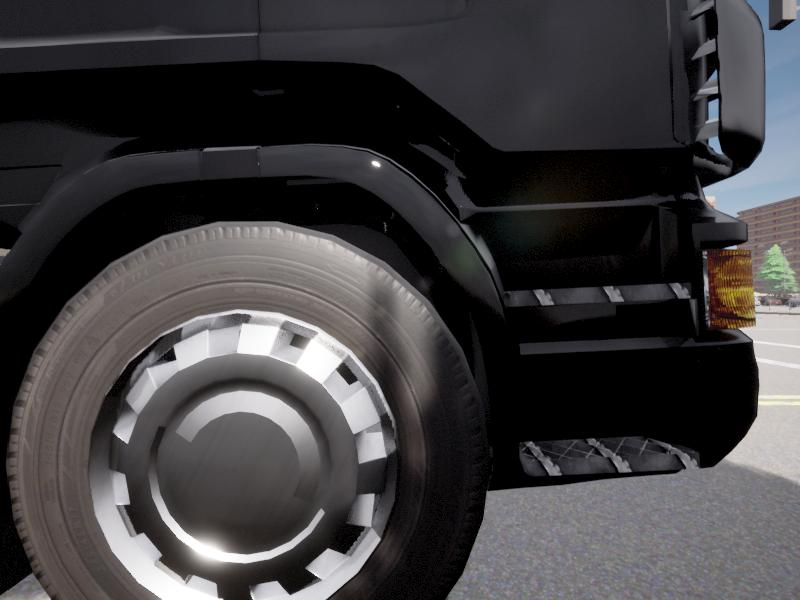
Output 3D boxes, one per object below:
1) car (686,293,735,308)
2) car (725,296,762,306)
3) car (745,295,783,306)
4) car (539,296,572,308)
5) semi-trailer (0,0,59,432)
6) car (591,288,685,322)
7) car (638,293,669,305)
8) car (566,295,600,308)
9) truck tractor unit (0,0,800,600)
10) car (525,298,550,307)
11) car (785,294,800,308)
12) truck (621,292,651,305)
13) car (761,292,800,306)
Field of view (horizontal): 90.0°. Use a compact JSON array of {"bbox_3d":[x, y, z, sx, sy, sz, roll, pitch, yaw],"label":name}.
[{"bbox_3d":[36.762,0.067,47.496,2.242,1.667,4.611,0,0,0],"label":"car"},{"bbox_3d":[48.166,0.139,56.150,1.970,1.475,3.806,0,0,0],"label":"car"},{"bbox_3d":[51.061,0.107,56.146,1.784,1.438,3.905,0,0,0],"label":"car"},{"bbox_3d":[19.150,0.251,49.516,2.163,1.488,4.792,0,0,0],"label":"car"},{"bbox_3d":[-10.157,-1.218,2.192,14.254,4.402,2.717,0,0,0],"label":"semi-trailer"},{"bbox_3d":[12.204,0.226,20.996,2.038,1.542,4.974,0,0,1],"label":"car"},{"bbox_3d":[39.656,-0.103,62.608,1.932,1.855,4.605,0,0,0],"label":"car"},{"bbox_3d":[22.651,0.223,49.711,1.882,1.535,5.008,0,0,0],"label":"car"},{"bbox_3d":[-2.245,-1.115,2.198,6.516,4.208,3.053,0,0,0],"label":"truck tractor unit"},{"bbox_3d":[19.135,0.344,55.886,1.895,1.301,4.718,0,0,0],"label":"car"},{"bbox_3d":[42.382,0.139,41.054,1.970,1.475,3.806,0,0,0],"label":"car"},{"bbox_3d":[36.761,-0.198,62.541,2.069,2.038,4.478,0,0,0],"label":"truck"},{"bbox_3d":[53.744,-0.103,56.194,1.932,1.855,4.605,0,0,0],"label":"car"}]
